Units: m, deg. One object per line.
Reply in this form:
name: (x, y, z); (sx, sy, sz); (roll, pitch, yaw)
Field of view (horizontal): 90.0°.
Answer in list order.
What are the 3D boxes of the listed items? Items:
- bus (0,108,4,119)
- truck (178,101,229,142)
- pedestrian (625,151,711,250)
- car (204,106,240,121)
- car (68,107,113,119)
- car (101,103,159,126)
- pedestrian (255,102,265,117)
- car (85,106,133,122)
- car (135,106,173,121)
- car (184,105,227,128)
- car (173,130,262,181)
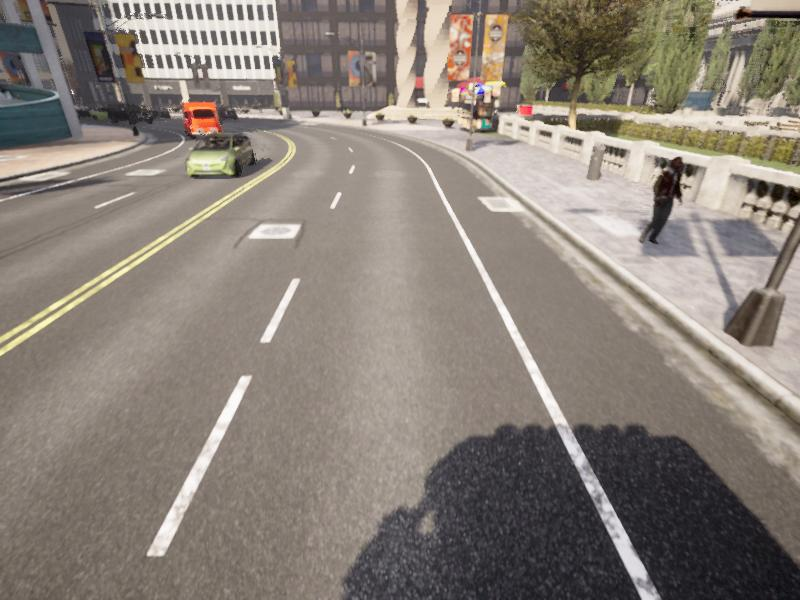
bus: (-56.554, -24.565, 49.181); (10.273, 4.253, 3.944); (0, 27, -1)
truck: (-14.889, -13.567, 30.179); (2.627, 2.467, 5.204); (-13, 30, -25)
pedestrian: (5.446, -2.046, 8.253); (0.751, 1.860, 0.751); (-1, 27, -3)
car: (-22.410, -23.505, 50.396); (3.988, 1.617, 1.851); (16, 31, 28)
car: (-40.944, -24.793, 52.938); (4.181, 1.385, 1.994); (3, 27, 5)
car: (-29.127, -20.066, 43.145); (5.566, 2.045, 2.150); (13, 30, 24)
pedestrian: (-19.525, -26.684, 55.956); (0.751, 1.860, 0.751); (9, 28, 17)
car: (-35.471, -22.732, 48.838); (4.514, 1.525, 2.007); (8, 28, 14)
car: (-31.172, -23.716, 50.774); (3.705, 1.549, 1.789); (10, 29, 17)
car: (-20.122, -18.980, 41.304); (4.605, 1.855, 1.932); (23, 35, 35)
car: (-7.577, -6.320, 17.184); (2.007, 1.525, 4.514); (-2, 27, -4)
